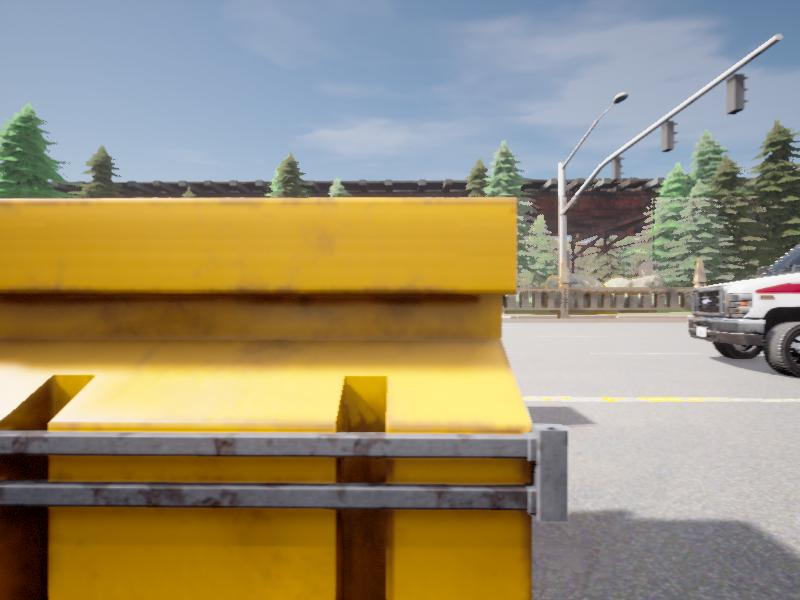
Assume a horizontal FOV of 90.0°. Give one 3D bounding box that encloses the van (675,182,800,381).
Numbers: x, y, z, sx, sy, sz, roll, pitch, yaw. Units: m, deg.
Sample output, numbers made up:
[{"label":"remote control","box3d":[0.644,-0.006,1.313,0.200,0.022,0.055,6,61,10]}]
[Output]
[{"label":"van","box3d":[7.690,-0.207,5.202,6.366,2.431,2.351,0,-1,18]}]
